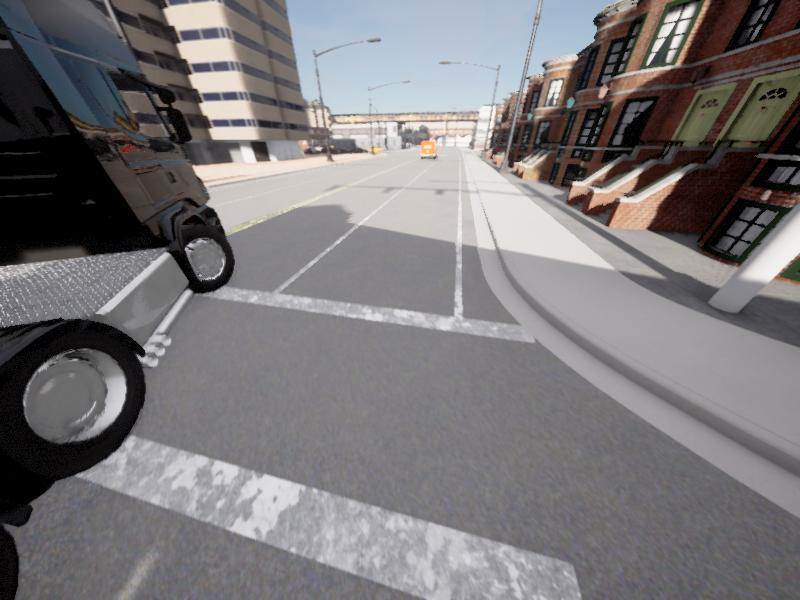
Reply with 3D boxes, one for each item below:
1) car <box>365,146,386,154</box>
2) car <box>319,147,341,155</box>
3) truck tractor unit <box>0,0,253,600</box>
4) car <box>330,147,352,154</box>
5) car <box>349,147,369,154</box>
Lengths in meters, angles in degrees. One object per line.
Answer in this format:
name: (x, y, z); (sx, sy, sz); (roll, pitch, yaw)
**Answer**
car: (-6.476, -39.590, 60.908); (5.008, 1.535, 1.882); (6, 35, 9)
car: (-18.167, -38.733, 59.868); (4.856, 1.649, 2.033); (5, 35, 9)
truck tractor unit: (-4.063, -0.782, 1.511); (3.053, 4.208, 6.516); (-11, 36, -14)
car: (-15.860, -40.422, 62.495); (5.357, 1.411, 2.033); (5, 35, 9)
car: (-10.342, -37.919, 58.624); (4.674, 1.442, 1.812); (5, 35, 9)
